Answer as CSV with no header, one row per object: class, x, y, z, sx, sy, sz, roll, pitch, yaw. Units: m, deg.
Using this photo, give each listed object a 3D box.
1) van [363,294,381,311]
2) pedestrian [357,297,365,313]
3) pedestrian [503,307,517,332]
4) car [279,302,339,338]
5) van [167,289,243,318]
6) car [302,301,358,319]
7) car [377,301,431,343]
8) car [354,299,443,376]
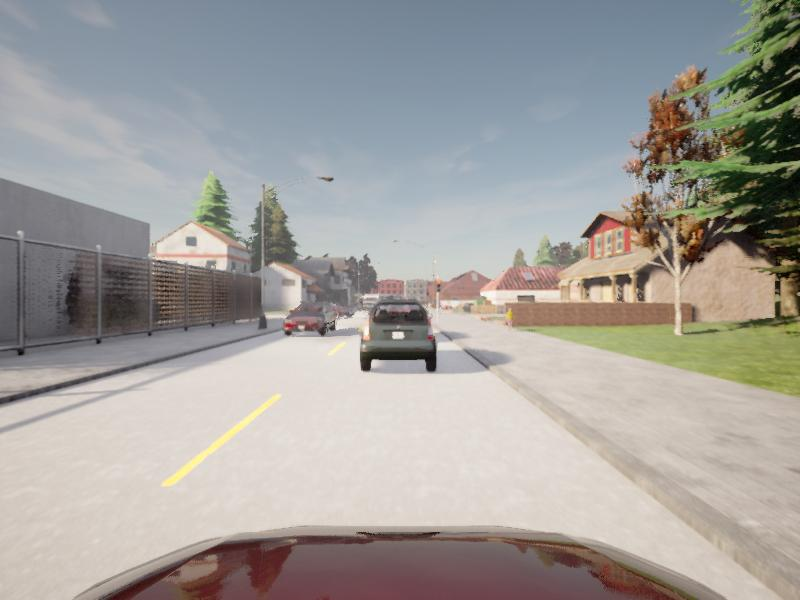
van,-4.249,0.326,61.546,2.351,2.431,6.366,0,0,0
pedestrian,-4.529,0.596,46.801,0.751,1.860,0.751,0,0,17
pedestrian,5.109,0.896,18.567,0.500,1.100,0.500,0,0,0
car,-4.059,0.838,18.523,1.816,1.474,4.193,0,0,0
van,-17.440,0.292,35.970,5.915,2.561,1.988,0,0,0
car,-6.002,0.840,34.181,4.674,1.442,1.812,0,0,31
car,0.075,0.814,16.873,2.007,1.525,4.514,0,0,-2
car,-0.035,0.779,10.368,1.851,1.617,3.988,0,0,0
